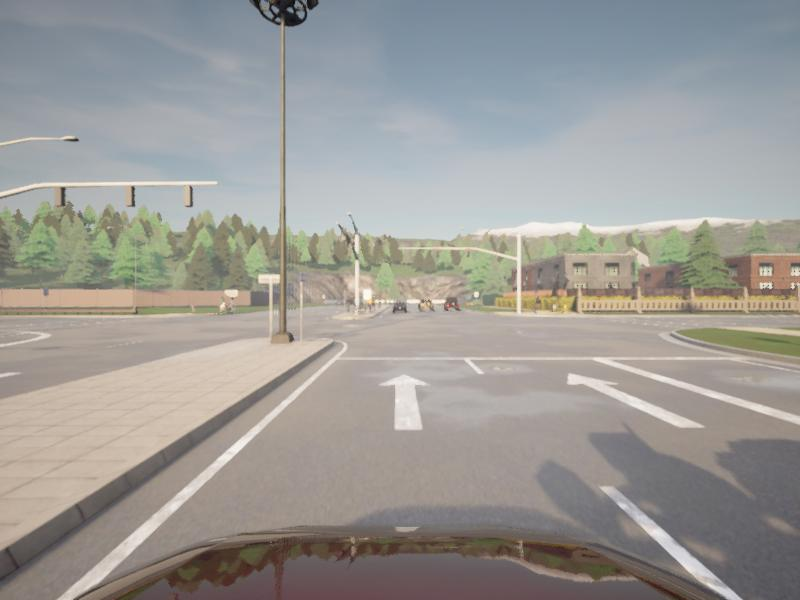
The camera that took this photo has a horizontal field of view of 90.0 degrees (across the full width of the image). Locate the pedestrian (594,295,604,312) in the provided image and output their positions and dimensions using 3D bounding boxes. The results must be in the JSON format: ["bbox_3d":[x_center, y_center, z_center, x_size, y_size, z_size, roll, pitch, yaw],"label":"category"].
[{"bbox_3d":[21.972,0.422,44.163,0.751,1.860,0.751,0,0,-2],"label":"pedestrian"}]

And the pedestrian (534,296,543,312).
[{"bbox_3d":[15.813,0.420,45.710,0.751,1.860,0.751,0,0,1],"label":"pedestrian"}]

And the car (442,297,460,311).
[{"bbox_3d":[6.989,0.567,55.009,1.905,1.878,3.866,0,0,0],"label":"car"}]

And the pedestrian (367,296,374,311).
[{"bbox_3d":[-3.545,0.416,48.080,0.751,1.860,0.751,0,0,-9],"label":"pedestrian"}]

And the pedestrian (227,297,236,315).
[{"bbox_3d":[-17.273,0.579,41.025,0.751,1.860,0.751,0,0,-11],"label":"pedestrian"}]

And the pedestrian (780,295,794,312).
[{"bbox_3d":[42.792,0.422,44.252,0.751,1.860,0.751,0,0,0],"label":"pedestrian"}]

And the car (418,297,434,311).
[{"bbox_3d":[3.488,0.573,54.527,1.932,1.855,4.605,0,0,0],"label":"car"}]

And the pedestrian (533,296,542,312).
[{"bbox_3d":[16.217,0.417,47.234,0.751,1.860,0.751,0,0,-2],"label":"pedestrian"}]

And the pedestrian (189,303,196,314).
[{"bbox_3d":[-20.177,0.810,38.834,0.500,1.100,0.500,0,0,-12],"label":"pedestrian"}]

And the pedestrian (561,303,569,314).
[{"bbox_3d":[16.167,0.809,39.265,0.500,1.100,0.500,0,0,-18],"label":"pedestrian"}]

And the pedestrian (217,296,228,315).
[{"bbox_3d":[-17.598,0.581,39.774,0.751,1.860,0.751,0,0,2],"label":"pedestrian"}]

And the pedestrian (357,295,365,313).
[{"bbox_3d":[-4.235,0.423,43.521,0.751,1.860,0.751,0,0,-21],"label":"pedestrian"}]

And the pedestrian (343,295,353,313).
[{"bbox_3d":[-5.462,0.425,42.166,0.751,1.860,0.751,0,0,17],"label":"pedestrian"}]
